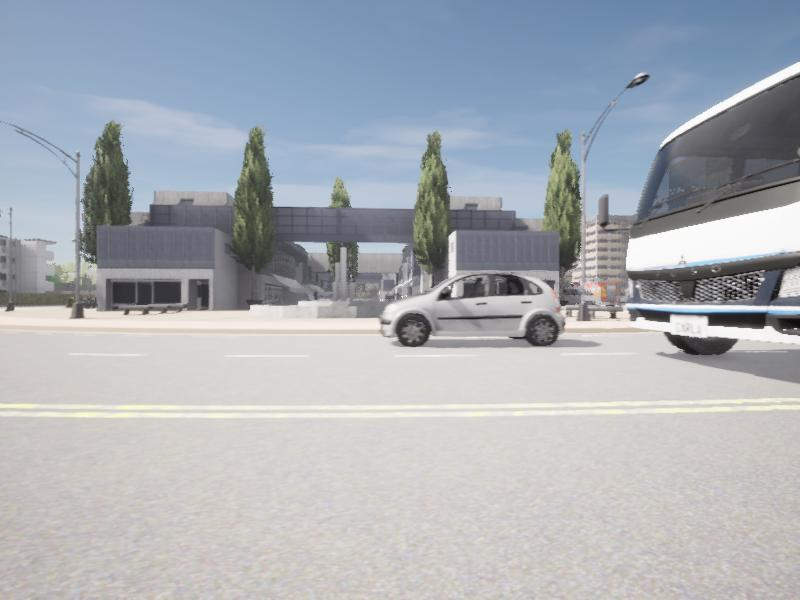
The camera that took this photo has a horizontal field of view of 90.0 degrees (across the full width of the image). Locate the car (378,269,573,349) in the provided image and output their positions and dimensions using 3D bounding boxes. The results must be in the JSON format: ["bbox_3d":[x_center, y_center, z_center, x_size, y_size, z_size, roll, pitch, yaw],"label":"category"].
[{"bbox_3d":[1.521,0.189,9.060,3.988,1.617,1.851,0,0,-2],"label":"car"}]

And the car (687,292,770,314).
[{"bbox_3d":[24.726,0.209,30.475,1.801,1.575,5.366,0,0,-2],"label":"car"}]

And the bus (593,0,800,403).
[{"bbox_3d":[8.905,-1.134,5.965,10.273,4.253,3.944,0,0,-5],"label":"bus"}]
